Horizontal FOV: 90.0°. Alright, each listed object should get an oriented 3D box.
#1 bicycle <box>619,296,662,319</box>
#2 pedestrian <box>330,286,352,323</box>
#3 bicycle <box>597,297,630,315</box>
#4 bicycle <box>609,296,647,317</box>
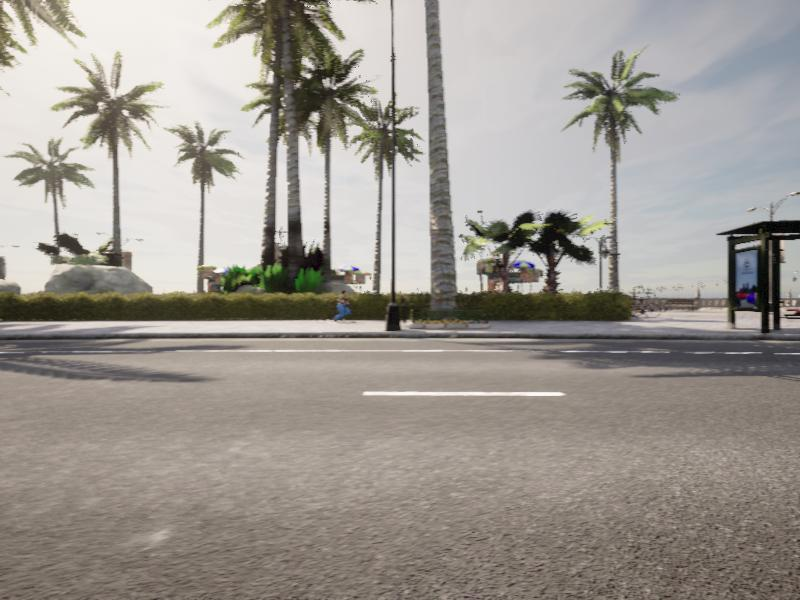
[{"bbox_3d":[10.997,0.318,18.298,1.643,1.024,0.373,0,0,15],"label":"bicycle"},{"bbox_3d":[-2.106,0.145,14.353,0.751,1.300,0.751,0,0,-4],"label":"pedestrian"},{"bbox_3d":[12.317,0.312,23.152,1.643,1.024,0.373,0,0,15],"label":"bicycle"},{"bbox_3d":[11.525,0.316,20.240,1.643,1.024,0.373,0,0,15],"label":"bicycle"}]
